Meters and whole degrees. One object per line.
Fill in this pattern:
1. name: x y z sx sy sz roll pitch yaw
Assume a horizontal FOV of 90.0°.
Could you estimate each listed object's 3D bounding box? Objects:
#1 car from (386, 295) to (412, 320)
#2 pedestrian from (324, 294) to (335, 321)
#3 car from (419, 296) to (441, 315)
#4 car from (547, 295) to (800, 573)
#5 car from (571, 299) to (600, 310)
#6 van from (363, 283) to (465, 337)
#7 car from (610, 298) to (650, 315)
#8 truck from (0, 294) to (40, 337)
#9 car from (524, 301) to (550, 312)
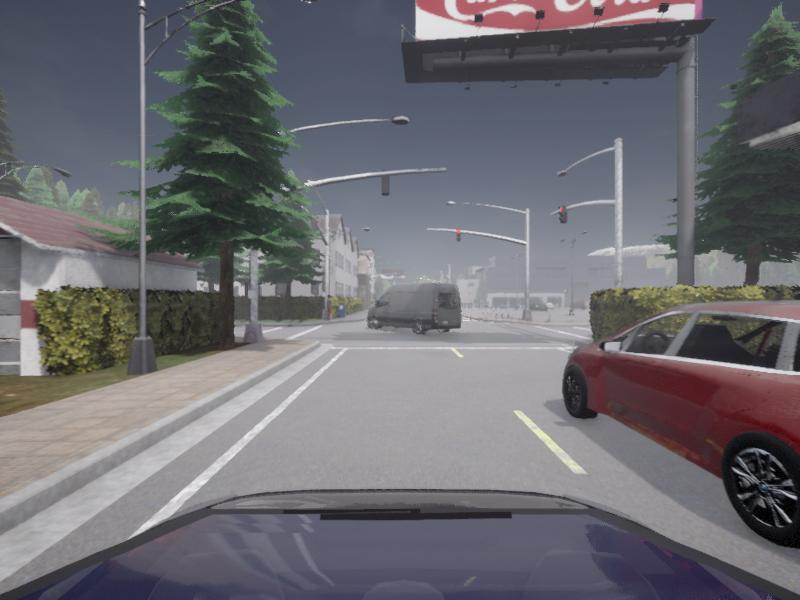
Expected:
1. car: -0.067 0.593 35.288 2.150 2.045 5.566 0 0 0
2. pedestrian: -5.063 0.520 28.594 0.751 1.860 0.751 0 0 -12
3. car: 3.412 0.603 46.720 2.150 2.045 5.566 0 0 0
4. car: 3.534 0.841 4.166 2.242 1.667 4.611 2 0 0
5. car: 28.866 0.736 62.473 2.152 1.636 5.027 0 0 0
6. van: 0.533 0.440 21.701 1.988 2.561 5.915 1 0 -41
7. car: 25.807 0.667 45.075 1.932 1.855 4.605 0 0 0
8. truck: -22.657 0.746 20.477 6.274 2.098 2.390 0 0 0
9. car: 18.820 0.874 55.054 2.007 1.523 4.514 0 0 0
